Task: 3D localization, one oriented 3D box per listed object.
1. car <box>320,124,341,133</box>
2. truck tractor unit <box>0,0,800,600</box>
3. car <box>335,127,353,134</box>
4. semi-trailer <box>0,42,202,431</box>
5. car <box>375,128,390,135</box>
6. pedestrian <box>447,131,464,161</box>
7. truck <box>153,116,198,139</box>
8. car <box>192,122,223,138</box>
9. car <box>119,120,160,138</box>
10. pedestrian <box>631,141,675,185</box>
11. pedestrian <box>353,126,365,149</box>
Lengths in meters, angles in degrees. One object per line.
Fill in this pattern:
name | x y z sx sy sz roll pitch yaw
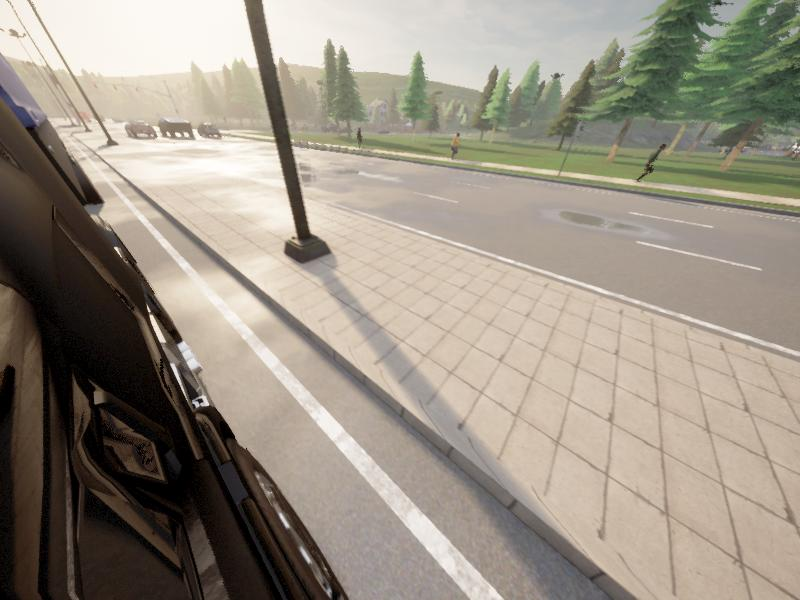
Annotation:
car | -21.317 -52.753 70.933 2.150 2.045 5.566 28 44 30
truck tractor unit | -2.645 -0.295 0.351 6.516 4.208 3.053 28 44 30
car | -16.187 -49.536 67.399 1.837 1.490 4.892 28 44 30
semi-trailer | -8.690 -3.605 4.243 14.254 4.402 2.717 28 44 30
car | -5.486 -53.534 73.407 2.128 1.511 4.902 28 44 30
pedestrian | 4.340 -12.061 18.114 0.751 1.860 0.751 29 44 31
truck | -29.513 -22.647 30.305 6.274 2.098 2.390 28 44 30
car | -27.032 -23.871 32.489 3.988 1.617 1.851 28 44 30
car | -32.062 -21.064 28.440 5.027 1.651 2.152 28 44 30
pedestrian | 13.293 -7.226 12.206 0.751 1.860 0.751 30 45 31
pedestrian | -4.162 -16.620 23.683 0.751 1.860 0.751 29 44 30
